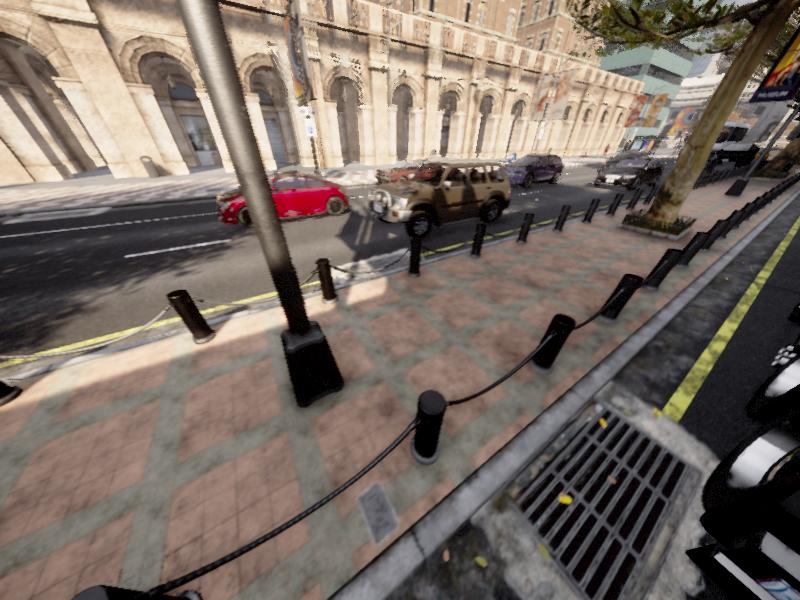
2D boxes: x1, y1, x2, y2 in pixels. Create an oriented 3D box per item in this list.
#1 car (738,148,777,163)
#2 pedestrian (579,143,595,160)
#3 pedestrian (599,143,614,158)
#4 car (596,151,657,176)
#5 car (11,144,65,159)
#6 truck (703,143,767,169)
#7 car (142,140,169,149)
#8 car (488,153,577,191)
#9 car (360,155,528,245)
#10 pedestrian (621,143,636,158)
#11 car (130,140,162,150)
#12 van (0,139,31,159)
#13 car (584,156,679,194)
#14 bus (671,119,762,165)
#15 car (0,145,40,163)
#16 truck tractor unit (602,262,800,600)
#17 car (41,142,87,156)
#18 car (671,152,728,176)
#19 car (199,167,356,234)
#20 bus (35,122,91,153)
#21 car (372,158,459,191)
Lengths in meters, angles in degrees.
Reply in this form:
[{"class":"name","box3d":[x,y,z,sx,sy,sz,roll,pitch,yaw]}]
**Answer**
[{"class":"car","box3d":[48.365,-19.595,31.209,5.366,1.575,1.801,-19,39,-26]},{"class":"pedestrian","box3d":[24.498,-19.489,30.282,0.751,1.860,0.751,-13,37,-18]},{"class":"pedestrian","box3d":[30.084,-21.811,33.669,0.751,1.860,0.751,-16,38,-22]},{"class":"car","box3d":[19.471,-11.831,19.860,4.892,1.490,1.837,-20,40,-25]},{"class":"car","box3d":[-46.944,-19.437,30.149,2.007,1.525,4.514,-19,39,-26]},{"class":"truck","box3d":[35.577,-15.344,24.534,6.274,2.098,2.390,-19,39,-26]},{"class":"car","box3d":[-60.698,-38.723,57.421,3.866,1.878,1.905,-19,39,-25]},{"class":"car","box3d":[7.974,-7.868,13.955,4.856,1.649,2.033,-19,39,-26]},{"class":"car","box3d":[1.380,-3.318,7.141,4.605,1.855,1.932,-19,39,-26]},{"class":"pedestrian","box3d":[34.212,-22.441,34.613,0.751,1.860,0.751,-14,37,-20]},{"class":"car","box3d":[-59.553,-36.548,54.302,4.605,1.855,1.932,-30,45,-36]},{"class":"van","box3d":[-50.338,-19.012,29.036,2.069,2.038,4.480,-19,38,-26]},{"class":"car","box3d":[13.438,-7.377,13.400,4.902,1.511,2.128,-19,39,-26]},{"class":"bus","box3d":[40.879,-20.333,29.863,10.273,4.253,3.944,-20,39,-26]},{"class":"car","box3d":[-43.447,-16.139,25.484,2.163,1.488,4.792,-19,39,-26]},{"class":"truck tractor unit","box3d":[5.108,-0.303,0.783,6.516,4.208,3.053,-18,39,-24]},{"class":"car","box3d":[-50.599,-22.873,34.966,2.152,1.651,5.027,-19,39,-25]},{"class":"car","box3d":[24.976,-11.412,19.285,3.633,1.501,1.845,-19,39,-26]},{"class":"car","box3d":[-3.929,-3.608,7.950,4.181,1.385,1.994,-19,39,-26]},{"class":"bus","box3d":[-61.936,-30.008,42.800,10.273,4.253,3.944,27,43,33]},{"class":"car","box3d":[0.952,-7.470,13.596,4.718,1.301,1.895,-19,39,-26]}]
